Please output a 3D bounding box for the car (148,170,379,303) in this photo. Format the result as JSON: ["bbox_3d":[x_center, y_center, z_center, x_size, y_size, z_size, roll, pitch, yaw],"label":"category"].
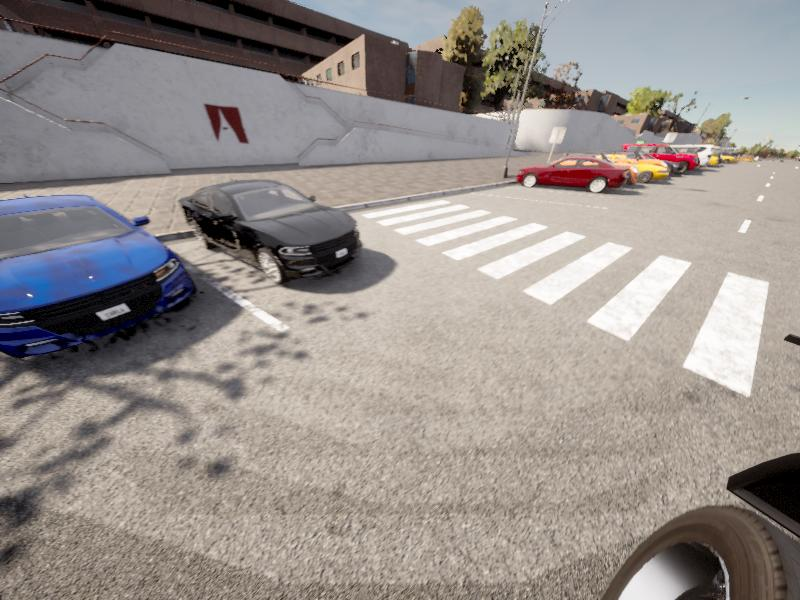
[{"bbox_3d":[-3.135,-1.864,5.261,5.008,1.535,2.097,21,40,28],"label":"car"}]

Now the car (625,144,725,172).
[{"bbox_3d":[25.905,-13.757,22.274,5.566,2.045,2.435,21,39,28],"label":"car"}]

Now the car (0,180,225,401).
[{"bbox_3d":[-5.548,-0.866,3.863,5.008,1.535,2.097,21,40,29],"label":"car"}]

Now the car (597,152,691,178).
[{"bbox_3d":[18.659,-10.655,18.094,4.674,1.452,2.002,21,39,28],"label":"car"}]

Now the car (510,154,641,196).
[{"bbox_3d":[8.976,-6.808,12.336,5.008,1.535,2.097,21,40,28],"label":"car"}]

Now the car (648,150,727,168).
[{"bbox_3d":[33.041,-16.416,26.848,5.366,1.575,1.946,21,39,28],"label":"car"}]

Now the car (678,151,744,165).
[{"bbox_3d":[45.469,-20.981,33.962,5.366,1.575,1.946,21,38,28],"label":"car"}]

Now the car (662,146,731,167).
[{"bbox_3d":[35.721,-17.446,28.047,4.442,1.987,1.878,21,38,28],"label":"car"}]

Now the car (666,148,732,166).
[{"bbox_3d":[38.021,-18.344,29.626,4.553,1.767,2.185,21,38,28],"label":"car"}]

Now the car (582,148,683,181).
[{"bbox_3d":[16.214,-9.839,16.578,4.553,1.767,2.185,21,39,28],"label":"car"}]

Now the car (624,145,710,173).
[{"bbox_3d":[23.603,-12.745,20.778,4.442,1.987,1.878,21,39,28],"label":"car"}]

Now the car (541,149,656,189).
[{"bbox_3d":[11.369,-7.903,13.715,4.553,1.767,2.185,21,39,28],"label":"car"}]

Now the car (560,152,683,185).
[{"bbox_3d":[13.974,-8.706,15.114,5.366,1.575,1.946,21,39,28],"label":"car"}]

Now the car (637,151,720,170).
[{"bbox_3d":[28.348,-14.485,23.860,5.008,1.535,2.097,21,39,28],"label":"car"}]

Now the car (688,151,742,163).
[{"bbox_3d":[50.161,-22.872,36.978,4.674,1.452,2.002,21,39,28],"label":"car"}]

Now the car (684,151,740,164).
[{"bbox_3d":[47.737,-21.941,35.529,4.674,1.452,2.002,21,38,28],"label":"car"}]

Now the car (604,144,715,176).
[{"bbox_3d":[21.112,-11.844,19.362,5.566,2.045,2.435,21,39,28],"label":"car"}]

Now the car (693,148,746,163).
[{"bbox_3d":[52.686,-23.997,38.239,4.442,1.987,1.878,21,38,28],"label":"car"}]
